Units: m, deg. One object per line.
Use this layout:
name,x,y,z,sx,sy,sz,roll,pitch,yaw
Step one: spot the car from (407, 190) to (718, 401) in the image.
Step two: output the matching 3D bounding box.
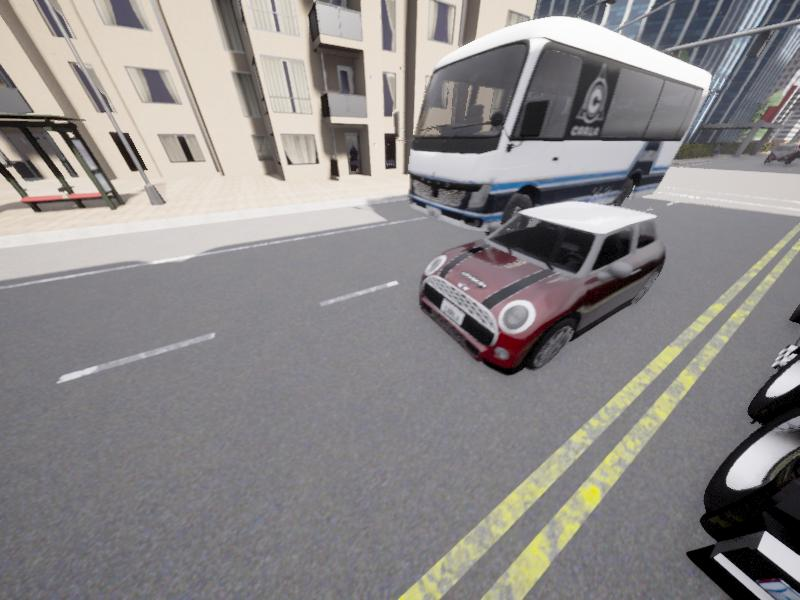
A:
car,2.256,-0.552,3.537,3.806,1.475,1.970,-18,39,-24

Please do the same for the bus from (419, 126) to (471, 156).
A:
bus,8.289,-30.971,45.066,3.944,4.253,10.273,-18,39,-24

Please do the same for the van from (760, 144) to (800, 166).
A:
van,44.526,-16.846,26.798,4.442,1.987,1.775,-18,39,-24

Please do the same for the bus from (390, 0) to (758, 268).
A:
bus,5.189,-4.869,7.350,10.273,4.253,3.944,-18,39,-24

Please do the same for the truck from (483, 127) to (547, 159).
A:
truck,17.975,-25.191,37.128,2.891,3.827,8.468,-18,38,-24

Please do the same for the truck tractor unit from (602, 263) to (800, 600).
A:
truck tractor unit,5.106,-0.306,0.786,6.516,4.208,3.053,-18,39,-24
